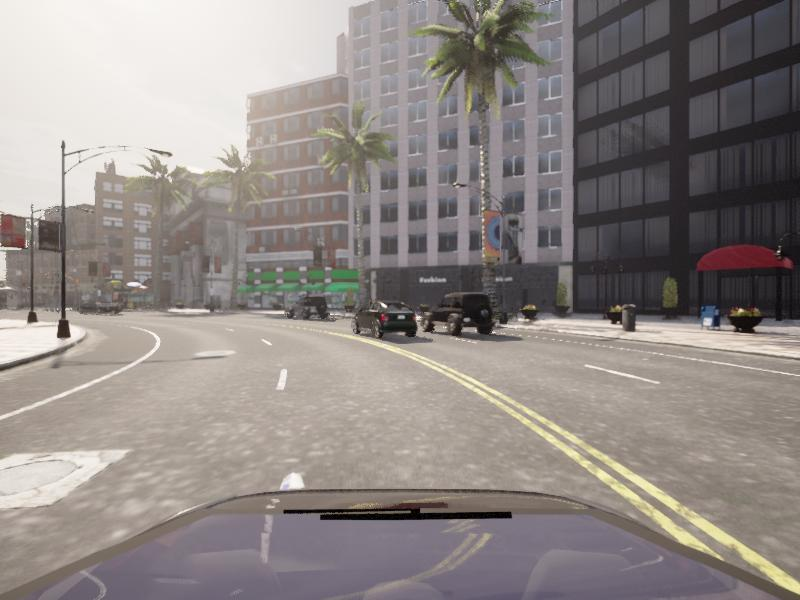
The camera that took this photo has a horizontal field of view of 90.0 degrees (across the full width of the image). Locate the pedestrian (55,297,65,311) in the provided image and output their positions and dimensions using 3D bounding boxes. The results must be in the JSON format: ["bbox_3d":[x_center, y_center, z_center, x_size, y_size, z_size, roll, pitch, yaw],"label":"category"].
[{"bbox_3d":[-45.734,0.574,53.784,0.751,1.860,0.751,0,0,24],"label":"pedestrian"}]

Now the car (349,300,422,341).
[{"bbox_3d":[-0.756,0.791,17.337,1.789,1.549,3.705,0,0,-26],"label":"car"}]

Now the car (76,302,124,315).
[{"bbox_3d":[-31.425,0.894,41.857,4.718,1.301,1.895,0,0,22],"label":"car"}]

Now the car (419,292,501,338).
[{"bbox_3d":[2.631,0.621,18.398,1.905,1.878,3.866,0,0,-26],"label":"car"}]

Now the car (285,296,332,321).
[{"bbox_3d":[-7.306,0.605,31.756,3.866,1.878,1.905,0,0,45],"label":"car"}]
